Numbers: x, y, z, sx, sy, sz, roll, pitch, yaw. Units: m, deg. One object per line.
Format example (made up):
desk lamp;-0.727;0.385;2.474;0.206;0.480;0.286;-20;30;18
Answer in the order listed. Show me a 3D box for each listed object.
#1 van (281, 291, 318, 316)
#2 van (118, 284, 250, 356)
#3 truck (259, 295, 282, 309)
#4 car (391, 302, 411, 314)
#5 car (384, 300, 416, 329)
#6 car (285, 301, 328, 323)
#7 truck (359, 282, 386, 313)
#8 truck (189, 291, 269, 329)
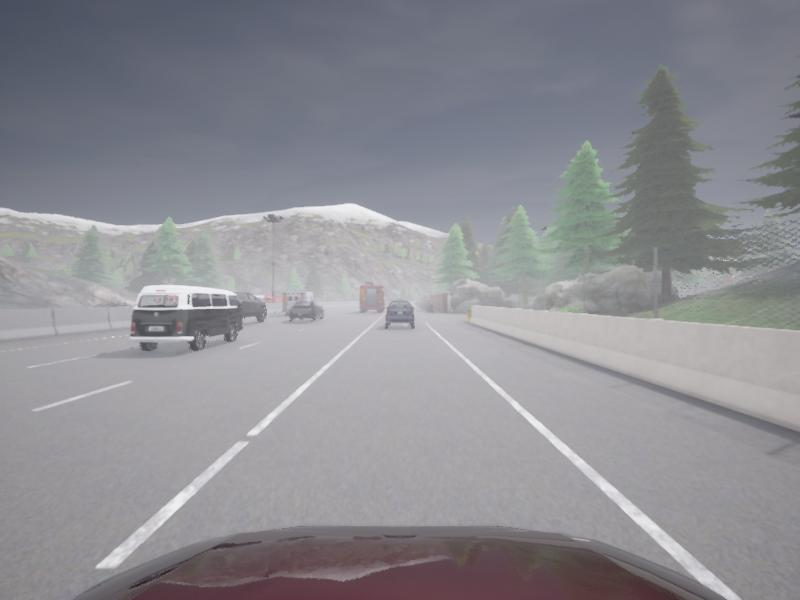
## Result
van;-10.496;0.368;42.318;2.351;2.431;6.366;0;0;0
van;-7.001;0.568;13.646;2.069;2.038;4.480;0;0;0
truck;-24.498;0.338;75.957;2.627;2.467;5.204;0;0;0
car;0.066;0.897;47.158;1.994;1.385;4.181;0;0;-6
car;-0.001;0.810;23.981;1.789;1.549;3.705;0;0;0
car;-6.970;0.829;30.264;2.128;1.511;4.902;0;0;0
truck;-3.495;-0.332;52.794;2.891;3.827;8.468;0;0;0
truck;-10.499;0.536;25.257;2.390;2.098;6.274;0;0;0
